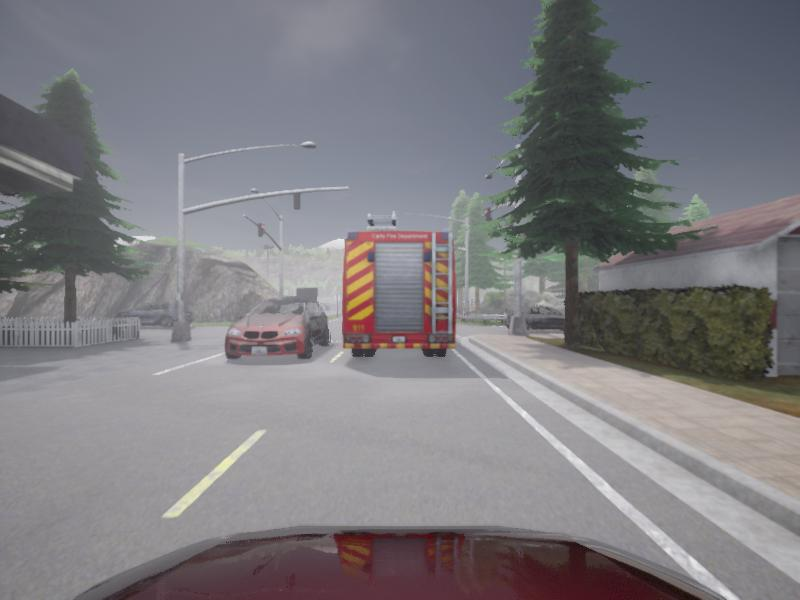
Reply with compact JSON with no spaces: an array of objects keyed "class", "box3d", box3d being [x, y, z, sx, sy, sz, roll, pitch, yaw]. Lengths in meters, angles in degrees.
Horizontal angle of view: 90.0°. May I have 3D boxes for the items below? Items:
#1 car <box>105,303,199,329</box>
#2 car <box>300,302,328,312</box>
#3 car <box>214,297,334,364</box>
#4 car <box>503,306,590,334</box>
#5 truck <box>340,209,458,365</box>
[{"class":"car","box3d":[-16.011,1.004,25.992,4.856,1.649,2.033,0,0,0]},{"class":"car","box3d":[-13.468,1.069,63.070,3.988,1.617,1.851,0,0,0]},{"class":"car","box3d":[-3.533,0.775,12.318,2.242,1.667,4.611,0,0,0]},{"class":"car","box3d":[8.089,1.077,22.374,4.193,1.474,1.816,0,0,0]},{"class":"truck","box3d":[-0.034,-0.304,14.034,2.891,3.827,8.468,0,0,0]}]
